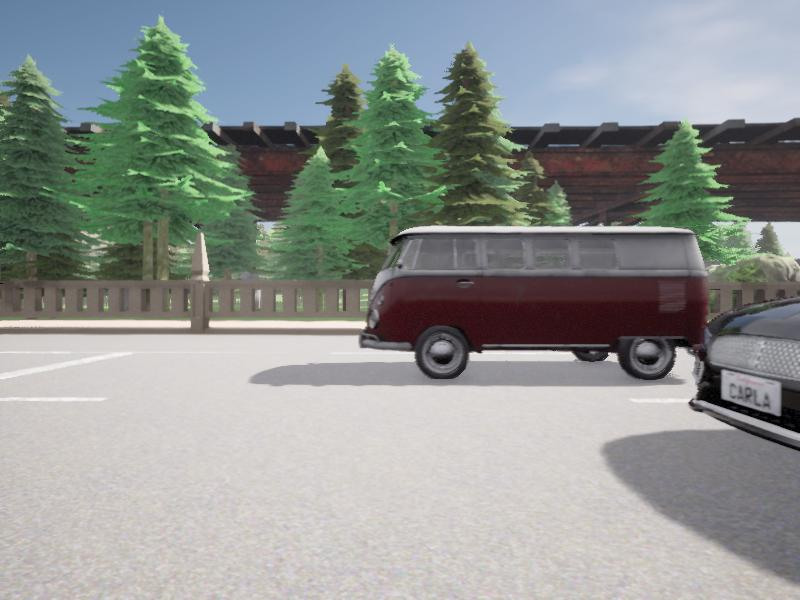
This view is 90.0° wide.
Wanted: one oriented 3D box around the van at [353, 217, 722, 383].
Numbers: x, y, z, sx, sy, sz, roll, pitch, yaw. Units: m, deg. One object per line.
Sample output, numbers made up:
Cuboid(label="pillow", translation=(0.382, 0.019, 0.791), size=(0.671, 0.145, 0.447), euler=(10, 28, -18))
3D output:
Cuboid(label="van", translation=(1.655, 0.002, 5.700), size=(4.442, 1.987, 1.775), euler=(0, 0, 0))

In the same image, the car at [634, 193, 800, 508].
Cuboid(label="car", translation=(4.364, 0.247, 2.200), size=(4.902, 1.511, 2.128), euler=(0, 0, 0))
